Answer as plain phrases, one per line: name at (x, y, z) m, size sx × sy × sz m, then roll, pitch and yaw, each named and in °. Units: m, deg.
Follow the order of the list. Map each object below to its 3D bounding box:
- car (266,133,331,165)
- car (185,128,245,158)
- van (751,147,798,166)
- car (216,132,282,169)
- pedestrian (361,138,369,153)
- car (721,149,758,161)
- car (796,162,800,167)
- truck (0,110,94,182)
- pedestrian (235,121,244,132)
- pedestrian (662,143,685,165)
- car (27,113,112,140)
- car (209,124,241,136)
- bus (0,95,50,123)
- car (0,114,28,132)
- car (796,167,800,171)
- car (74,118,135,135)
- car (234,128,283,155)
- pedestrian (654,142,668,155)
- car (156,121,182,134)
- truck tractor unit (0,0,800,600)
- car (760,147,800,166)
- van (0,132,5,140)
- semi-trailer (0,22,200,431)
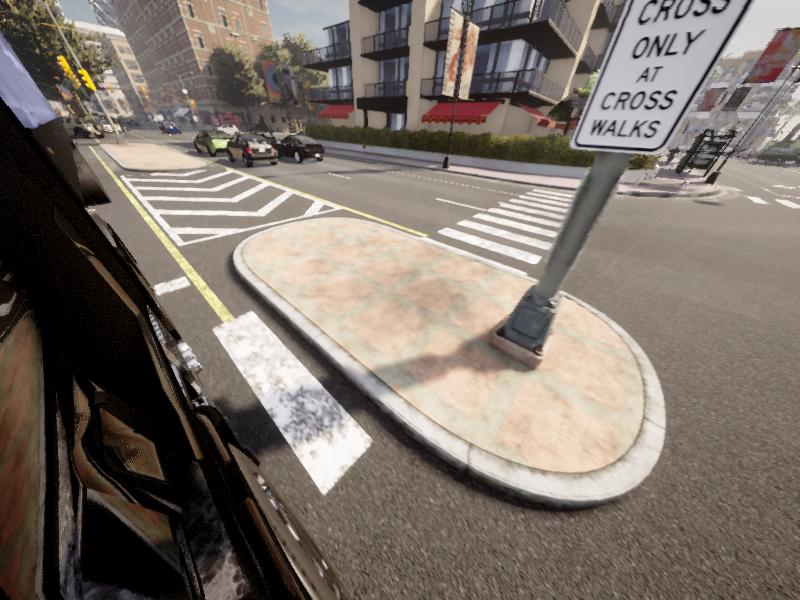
car at (-7.310, -10.881, 16.527) m, size 4.892 × 1.490 × 1.837 m, roll 29°, pitch 44°, yaw 31°
car at (-13.785, -11.722, 17.196) m, size 4.514 × 1.525 × 2.007 m, roll 29°, pitch 44°, yaw 31°
van at (56.074, -21.607, 34.725) m, size 1.775 × 1.987 × 4.442 m, roll 23°, pitch 41°, yaw 25°
car at (-9.145, -9.145, 14.024) m, size 3.705 × 1.549 × 1.789 m, roll 29°, pitch 44°, yaw 31°
pedestrian at (-3.288, -14.383, 21.527) m, size 0.500 × 1.100 × 0.500 m, roll 29°, pitch 44°, yaw 31°
car at (60.931, -26.133, 41.618) m, size 1.994 × 1.385 × 4.181 m, roll 18°, pitch 39°, yaw 19°
car at (56.500, -18.354, 30.693) m, size 2.152 × 1.651 × 5.027 m, roll 26°, pitch 43°, yaw 28°
truck at (-16.275, -6.981, 10.191) m, size 6.274 × 2.098 × 2.390 m, roll 29°, pitch 44°, yaw 31°
pedestrian at (-32.592, -35.164, 46.819) m, size 0.751 × 1.860 × 0.751 m, roll 30°, pitch 44°, yaw 31°
pedestrian at (28.545, -15.241, 24.161) m, size 0.751 × 1.860 × 0.751 m, roll 32°, pitch 46°, yaw 33°
car at (-33.565, -17.747, 23.673) m, size 4.605 × 1.855 × 1.932 m, roll 0°, pitch 37°, yaw -5°
car at (-29.059, -28.368, 38.509) m, size 1.845 × 1.501 × 3.633 m, roll 29°, pitch 44°, yaw 31°
bus at (-82.471, -42.121, 51.119) m, size 10.273 × 4.253 × 3.944 m, roll 29°, pitch 44°, yaw 31°
car at (-48.199, -21.782, 28.393) m, size 5.008 × 1.535 × 1.882 m, roll 29°, pitch 44°, yaw 31°
car at (46.060, -14.472, 24.750) m, size 2.242 × 1.667 × 4.611 m, roll 30°, pitch 44°, yaw 31°
car at (-38.979, -23.066, 30.735) m, size 2.038 × 1.542 × 4.974 m, roll -2°, pitch 37°, yaw -5°
car at (-12.054, -13.578, 19.735) m, size 3.988 × 1.617 × 1.851 m, roll 29°, pitch 44°, yaw 31°
pedestrian at (46.296, -26.863, 40.935) m, size 0.751 × 1.860 × 0.751 m, roll 22°, pitch 41°, yaw 24°
car at (-36.331, -27.069, 36.327) m, size 3.806 × 1.475 × 1.970 m, roll 29°, pitch 44°, yaw 31°
truck tractor unit at (-2.645, -0.295, 0.351) m, size 6.516 × 4.208 × 3.053 m, roll 28°, pitch 44°, yaw 30°
car at (61.930, -23.028, 36.976) m, size 2.150 × 2.045 × 5.566 m, roll 21°, pitch 40°, yaw 22°
van at (-37.138, -13.855, 17.748) m, size 2.351 × 2.431 × 6.366 m, roll 29°, pitch 44°, yaw 31°
semi-trailer at (-8.603, -3.669, 4.317) m, size 14.254 × 4.402 × 2.717 m, roll 29°, pitch 44°, yaw 31°
